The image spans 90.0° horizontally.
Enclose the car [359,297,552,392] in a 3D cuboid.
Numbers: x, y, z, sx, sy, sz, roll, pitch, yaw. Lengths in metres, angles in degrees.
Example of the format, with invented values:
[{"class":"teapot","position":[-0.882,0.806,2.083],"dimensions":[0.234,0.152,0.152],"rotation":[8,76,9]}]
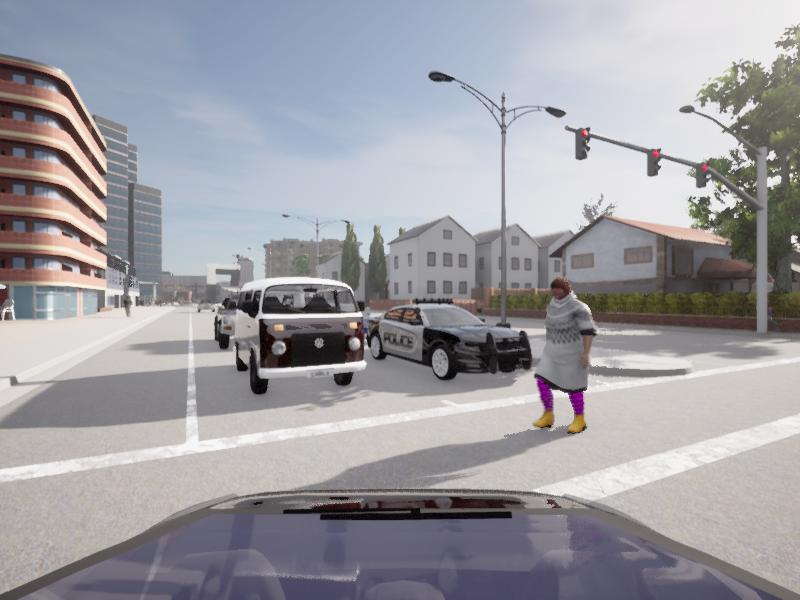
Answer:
[{"class":"car","position":[0.898,0.773,9.701],"dimensions":[1.930,1.638,5.238],"rotation":[0,0,-28]}]

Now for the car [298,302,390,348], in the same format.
[{"class":"car","position":[-2.416,0.854,15.947],"dimensions":[2.163,1.488,4.792],"rotation":[0,0,-28]}]

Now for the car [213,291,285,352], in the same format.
[{"class":"car","position":[-5.661,0.655,14.604],"dimensions":[1.932,1.855,4.605],"rotation":[0,0,-28]}]

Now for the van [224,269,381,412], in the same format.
[{"class":"van","position":[-2.275,0.573,8.143],"dimensions":[2.069,2.038,4.480],"rotation":[0,0,-28]}]

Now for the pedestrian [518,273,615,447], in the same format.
[{"class":"pedestrian","position":[1.953,0.638,4.757],"dimensions":[0.751,1.860,0.751],"rotation":[0,0,-24]}]

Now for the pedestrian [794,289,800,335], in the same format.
[{"class":"pedestrian","position":[16.775,0.496,16.285],"dimensions":[0.751,1.860,0.751],"rotation":[0,0,-17]}]

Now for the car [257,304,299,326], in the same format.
[{"class":"car","position":[-8.424,0.949,27.403],"dimensions":[1.895,1.301,4.718],"rotation":[0,0,-28]}]

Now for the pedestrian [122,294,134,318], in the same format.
[{"class":"pedestrian","position":[-21.780,0.490,31.997],"dimensions":[0.751,1.860,0.751],"rotation":[0,0,-30]}]

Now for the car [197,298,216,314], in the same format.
[{"class":"car","position":[-23.698,0.657,48.992],"dimensions":[1.932,1.855,4.605],"rotation":[0,1,-28]}]

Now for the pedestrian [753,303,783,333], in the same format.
[{"class":"pedestrian","position":[16.320,0.778,17.730],"dimensions":[0.751,1.300,0.751],"rotation":[0,0,-25]}]
